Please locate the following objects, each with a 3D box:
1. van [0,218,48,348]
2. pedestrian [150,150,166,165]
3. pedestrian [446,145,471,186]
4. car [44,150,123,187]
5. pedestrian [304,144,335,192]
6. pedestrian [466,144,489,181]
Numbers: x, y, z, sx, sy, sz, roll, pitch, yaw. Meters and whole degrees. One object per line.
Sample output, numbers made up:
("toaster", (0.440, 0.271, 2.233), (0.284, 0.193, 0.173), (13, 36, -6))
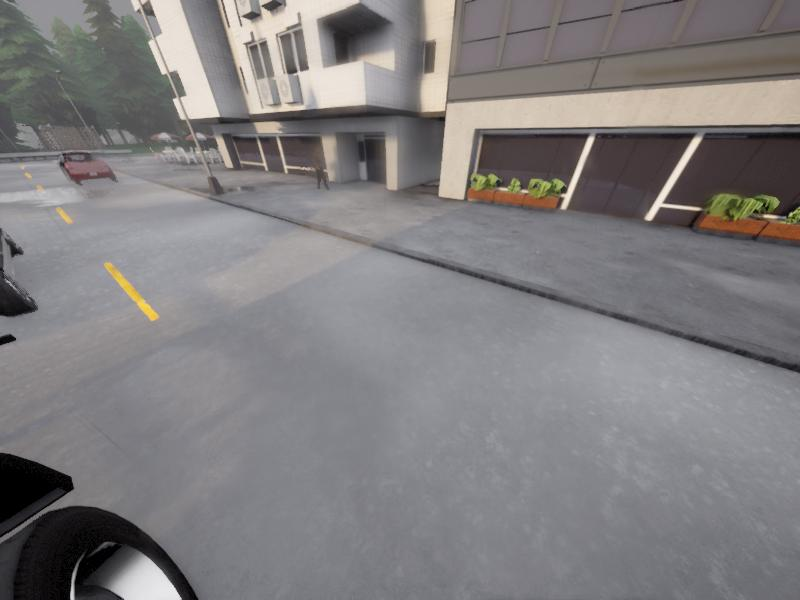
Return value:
("van", (-7.964, -1.114, 3.240), (5.915, 2.561, 1.988), (22, 41, 28))
("pedestrian", (-21.795, -12.821, 20.797), (0.500, 1.100, 0.500), (23, 41, 29))
("pedestrian", (3.157, -7.333, 12.582), (0.751, 1.860, 0.751), (28, 43, 33))
("car", (-18.505, -7.789, 13.523), (3.633, 1.501, 1.845), (22, 41, 28))
("pedestrian", (-3.708, -6.146, 10.779), (0.751, 1.860, 0.751), (28, 43, 33))
("pedestrian", (4.742, -8.427, 14.153), (0.751, 1.860, 0.751), (29, 44, 34))
